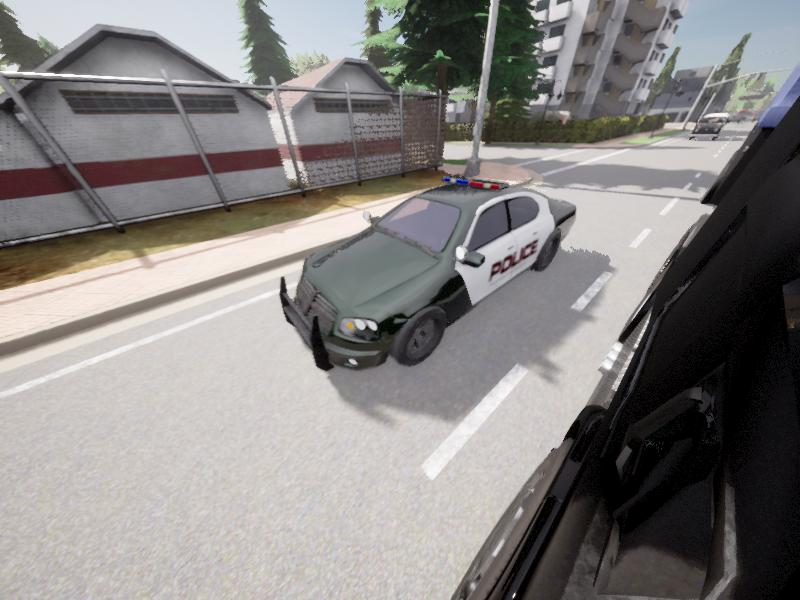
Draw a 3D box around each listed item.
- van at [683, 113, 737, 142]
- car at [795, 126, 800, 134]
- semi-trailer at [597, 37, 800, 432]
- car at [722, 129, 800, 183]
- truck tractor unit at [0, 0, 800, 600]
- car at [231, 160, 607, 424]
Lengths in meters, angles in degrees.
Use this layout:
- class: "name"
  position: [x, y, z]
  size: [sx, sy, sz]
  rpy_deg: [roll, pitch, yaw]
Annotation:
- class: "van"
  position: [29.180, -16.249, 21.756]
  size: [4.480, 2.038, 2.069]
  rpy_deg: [-28, 44, -30]
- class: "car"
  position: [44.695, -18.827, 24.622]
  size: [5.366, 1.575, 1.801]
  rpy_deg: [-28, 44, -30]
- class: "semi-trailer"
  position: [8.736, -3.580, 4.189]
  size: [14.254, 4.402, 2.717]
  rpy_deg: [-28, 44, -29]
- class: "car"
  position: [15.525, -6.057, 9.535]
  size: [3.806, 1.475, 1.970]
  rpy_deg: [-28, 44, -29]
- class: "truck tractor unit"
  position: [2.645, -0.295, 0.351]
  size: [6.516, 4.208, 3.053]
  rpy_deg: [-28, 44, -30]
- class: "car"
  position: [0.759, -0.927, 3.553]
  size: [4.974, 1.542, 2.038]
  rpy_deg: [-28, 44, -30]
